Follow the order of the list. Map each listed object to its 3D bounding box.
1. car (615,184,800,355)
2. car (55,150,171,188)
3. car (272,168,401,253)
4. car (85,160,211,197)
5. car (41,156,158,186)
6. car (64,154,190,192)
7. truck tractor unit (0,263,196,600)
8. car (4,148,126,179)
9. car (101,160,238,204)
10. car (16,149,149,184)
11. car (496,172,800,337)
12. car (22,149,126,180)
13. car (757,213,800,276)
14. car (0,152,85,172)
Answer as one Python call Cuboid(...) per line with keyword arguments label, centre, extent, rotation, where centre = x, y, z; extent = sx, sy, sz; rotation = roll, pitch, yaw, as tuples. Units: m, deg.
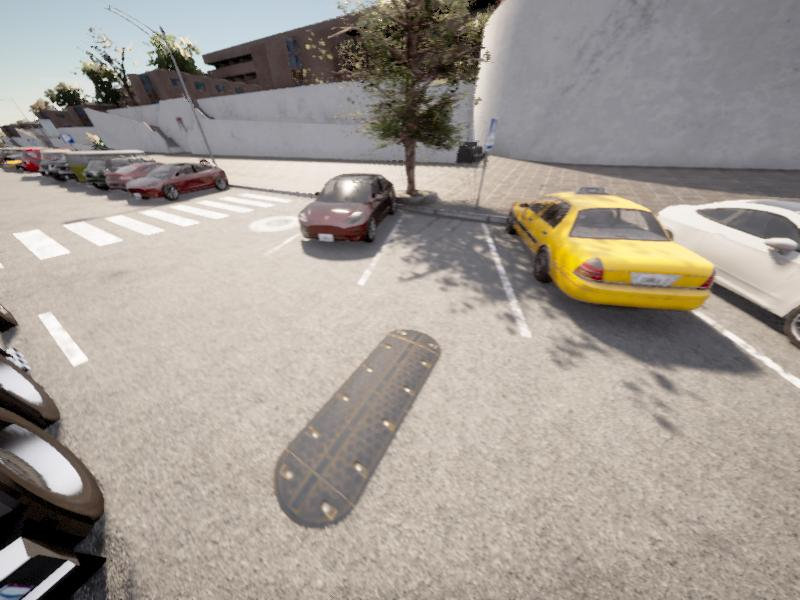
Cuboid(label="car", centre=(6.367, -0.736, 3.769), extent=(2.002, 1.452, 4.674), rotation=(6, 34, 8))
Cuboid(label="car", centre=(-19.580, -9.314, 16.218), extent=(1.878, 1.987, 4.442), rotation=(5, 34, 9))
Cuboid(label="car", centre=(-1.438, -3.214, 7.497), extent=(2.163, 1.488, 4.792), rotation=(6, 34, 8))
Cuboid(label="car", centre=(-14.434, -7.376, 13.781), extent=(2.002, 1.452, 4.674), rotation=(5, 34, 9))
Cuboid(label="car", centre=(-22.182, -9.885, 17.488), extent=(2.231, 1.521, 4.892), rotation=(5, 34, 9))
Cuboid(label="car", centre=(-17.021, -8.324, 14.910), extent=(2.185, 1.767, 4.553), rotation=(5, 34, 9))
Cuboid(label="truck tractor unit", centre=(-5.134, -0.269, 0.815), extent=(6.516, 4.208, 3.053), rotation=(17, 39, 25))
Cuboid(label="car", centre=(-29.928, -12.593, 21.106), extent=(2.435, 2.045, 5.566), rotation=(5, 34, 9))
Cuboid(label="car", centre=(-11.832, -6.538, 12.502), extent=(2.163, 1.488, 4.792), rotation=(6, 34, 8))
Cuboid(label="car", centre=(-24.762, -10.907, 18.571), extent=(2.435, 2.045, 5.566), rotation=(6, 34, 8))
Cuboid(label="car", centre=(3.789, -1.699, 5.149), extent=(1.946, 1.575, 5.366), rotation=(5, 34, 9))
Cuboid(label="car", centre=(-27.360, -11.663, 19.756), extent=(1.878, 1.987, 4.442), rotation=(6, 34, 8))
Cuboid(label="car", centre=(8.963, -0.132, 2.322), extent=(2.435, 2.045, 5.566), rotation=(6, 34, 8))
Cuboid(label="car", centre=(-40.291, -15.609, 26.021), extent=(1.946, 1.575, 5.366), rotation=(6, 35, 8))
